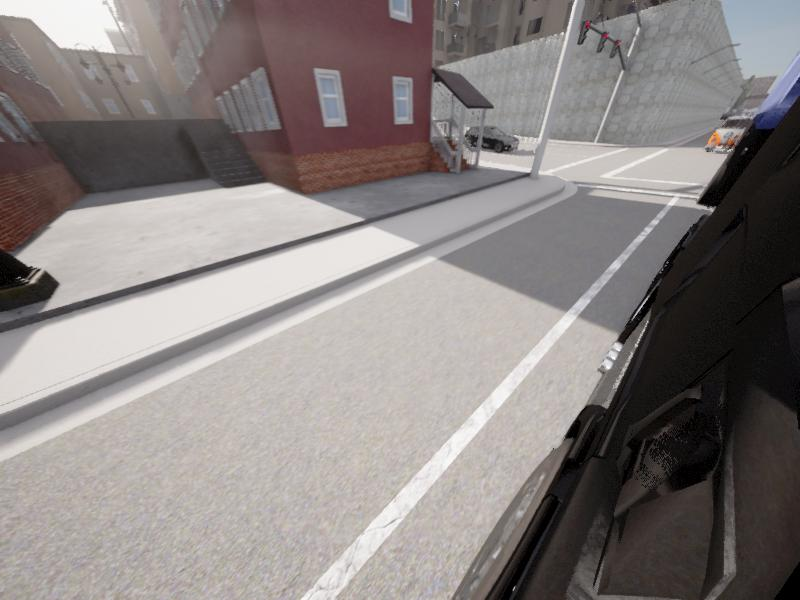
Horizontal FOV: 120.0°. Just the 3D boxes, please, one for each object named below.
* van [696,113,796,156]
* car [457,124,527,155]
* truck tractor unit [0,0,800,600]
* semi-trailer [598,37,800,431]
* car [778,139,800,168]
[{"bbox_3d":[22.438,-10.802,15.065,4.442,1.987,1.775,-16,39,-17],"label":"van"},{"bbox_3d":[7.499,-13.506,19.329,2.033,1.649,4.856,-28,48,-30],"label":"car"},{"bbox_3d":[2.645,-0.295,0.351,6.516,4.208,3.053,-28,44,-30],"label":"truck tractor unit"},{"bbox_3d":[8.689,-3.606,4.245,14.254,4.402,2.717,-28,43,-30],"label":"semi-trailer"},{"bbox_3d":[19.797,-6.044,9.332,1.994,1.385,4.181,-11,37,-10],"label":"car"}]
